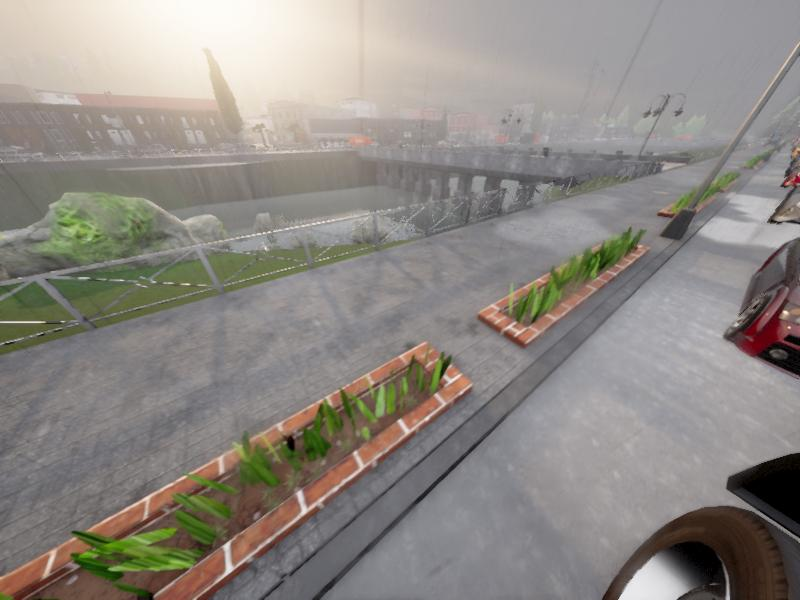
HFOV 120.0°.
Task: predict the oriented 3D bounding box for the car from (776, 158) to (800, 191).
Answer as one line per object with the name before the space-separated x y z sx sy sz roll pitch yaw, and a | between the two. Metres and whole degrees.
car | 21.499 -6.521 11.657 4.514 1.525 2.007 -22 41 -28

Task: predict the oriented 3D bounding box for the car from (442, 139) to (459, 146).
car | 16.359 -50.990 74.665 5.238 1.638 1.930 -23 41 -28

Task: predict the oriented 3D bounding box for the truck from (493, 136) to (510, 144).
truck | 36.084 -56.695 81.874 5.204 2.467 2.627 -23 41 -28

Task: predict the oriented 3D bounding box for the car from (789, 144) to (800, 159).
car | 47.124 -17.203 26.588 5.008 1.535 1.882 -22 41 -28

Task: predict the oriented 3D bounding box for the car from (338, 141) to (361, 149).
car | -12.630 -38.912 57.837 4.974 1.542 2.038 -23 41 -28

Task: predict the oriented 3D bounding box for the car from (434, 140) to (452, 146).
car | 12.843 -46.656 68.631 5.366 1.575 1.801 -23 41 -28

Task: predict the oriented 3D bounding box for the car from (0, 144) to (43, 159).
car | -55.776 -21.010 32.732 5.238 1.638 1.930 -23 41 -28

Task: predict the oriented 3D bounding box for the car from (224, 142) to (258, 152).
car | -32.021 -30.857 46.505 5.238 1.638 1.930 -23 41 -28

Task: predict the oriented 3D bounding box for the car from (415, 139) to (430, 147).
car | 6.317 -44.078 64.744 3.866 1.878 1.905 -23 41 -28

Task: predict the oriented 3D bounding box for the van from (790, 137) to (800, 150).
van | 76.326 -29.703 43.299 6.366 2.431 2.351 -23 41 -28

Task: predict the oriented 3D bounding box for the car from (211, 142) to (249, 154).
car | -31.469 -28.293 42.863 5.238 1.638 1.930 -23 41 -28

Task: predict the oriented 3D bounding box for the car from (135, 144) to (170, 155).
car | -42.947 -26.252 40.205 3.806 1.475 1.970 -22 41 -28

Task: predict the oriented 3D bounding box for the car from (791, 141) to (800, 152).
car | 65.911 -24.949 37.548 4.181 1.385 1.994 -23 41 -28

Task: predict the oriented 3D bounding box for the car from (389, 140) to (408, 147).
car | -0.399 -43.983 64.954 5.008 1.535 1.882 -23 41 -28

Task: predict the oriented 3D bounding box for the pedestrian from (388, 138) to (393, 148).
pedestrian | -2.147 -33.892 49.916 0.751 1.860 0.751 -18 39 -24

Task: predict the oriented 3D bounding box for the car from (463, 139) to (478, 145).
car | 24.189 -54.188 79.255 4.892 1.490 1.837 -23 41 -28

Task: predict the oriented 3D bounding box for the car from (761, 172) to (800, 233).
car | 13.209 -3.085 6.852 4.514 1.525 2.007 -22 41 -28

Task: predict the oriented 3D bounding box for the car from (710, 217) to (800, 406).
car | 6.006 -0.011 2.690 4.181 1.385 1.994 -22 41 -28

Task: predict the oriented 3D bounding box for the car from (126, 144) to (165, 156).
car | -41.019 -24.258 37.361 3.806 1.475 1.970 -22 41 -28

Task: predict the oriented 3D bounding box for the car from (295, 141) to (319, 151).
car | -19.929 -33.070 49.575 3.988 1.617 1.851 -23 41 -28

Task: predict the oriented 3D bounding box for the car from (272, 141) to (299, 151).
car | -25.005 -33.773 50.599 4.856 1.649 2.033 -22 41 -29

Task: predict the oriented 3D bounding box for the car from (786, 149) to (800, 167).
car | 35.473 -12.363 19.824 3.633 1.501 1.845 -23 41 -28

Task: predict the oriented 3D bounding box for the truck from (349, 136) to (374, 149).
truck | -9.244 -37.858 55.529 5.204 2.467 2.627 -23 41 -28

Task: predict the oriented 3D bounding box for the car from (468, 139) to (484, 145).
car | 24.742 -51.620 75.534 4.974 1.542 2.038 -23 41 -28

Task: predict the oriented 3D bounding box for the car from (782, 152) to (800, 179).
car | 27.087 -8.883 15.006 4.193 1.474 1.816 -23 41 -28
